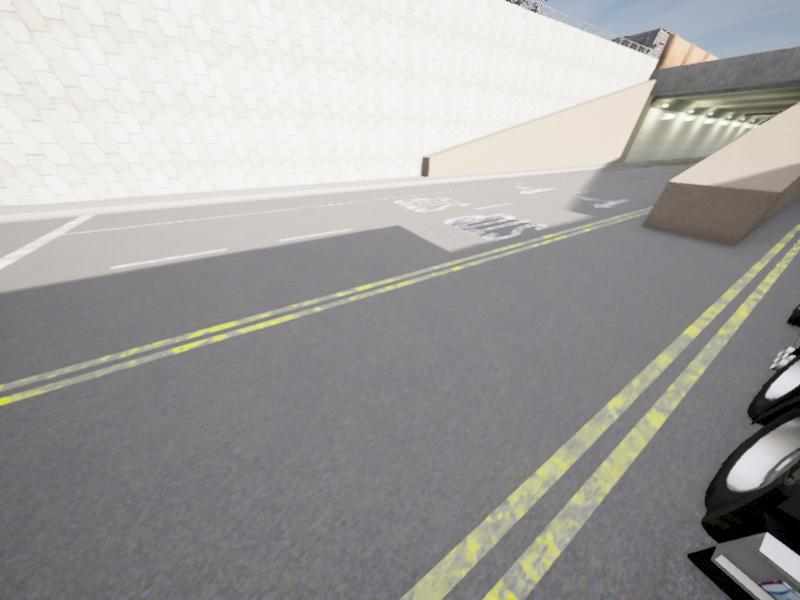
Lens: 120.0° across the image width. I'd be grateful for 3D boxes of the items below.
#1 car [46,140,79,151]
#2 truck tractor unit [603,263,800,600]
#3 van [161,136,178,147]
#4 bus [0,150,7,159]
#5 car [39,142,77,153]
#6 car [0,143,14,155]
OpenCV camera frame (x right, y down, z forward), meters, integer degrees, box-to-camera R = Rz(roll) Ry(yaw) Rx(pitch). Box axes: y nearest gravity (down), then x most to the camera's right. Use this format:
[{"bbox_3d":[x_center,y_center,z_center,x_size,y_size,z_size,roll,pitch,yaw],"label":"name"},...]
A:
[{"bbox_3d":[-71.249,-32.769,48.850,2.097,1.767,4.553,-18,39,-25],"label":"car"},{"bbox_3d":[5.110,-0.298,0.803,6.516,4.208,3.053,-18,38,-25],"label":"truck tractor unit"},{"bbox_3d":[-67.569,-46.412,67.770,1.988,2.561,5.915,-18,39,-25],"label":"van"},{"bbox_3d":[-49.704,-16.889,24.077,3.944,4.253,10.273,-18,39,-25],"label":"bus"},{"bbox_3d":[-62.351,-27.893,42.247,2.128,1.511,4.902,-18,39,-25],"label":"car"},{"bbox_3d":[-60.398,-22.100,33.845,1.882,1.535,5.008,-18,39,-25],"label":"car"}]
